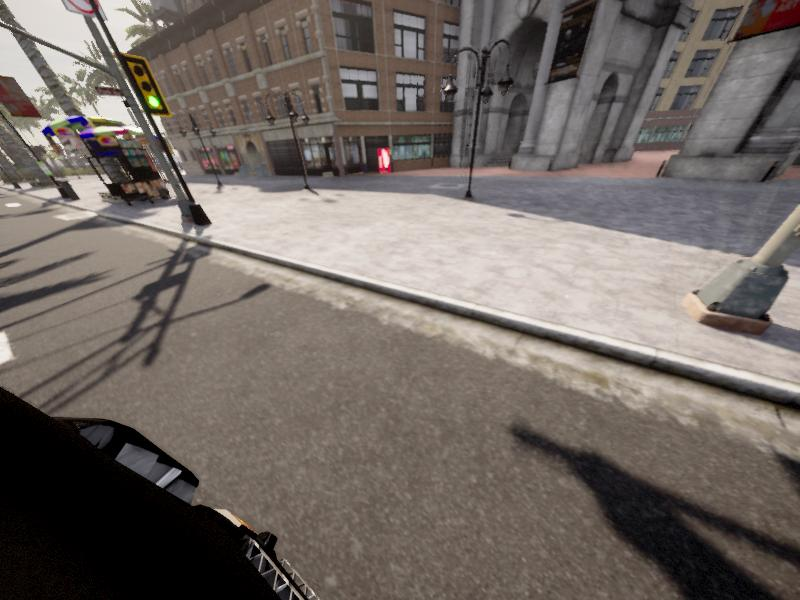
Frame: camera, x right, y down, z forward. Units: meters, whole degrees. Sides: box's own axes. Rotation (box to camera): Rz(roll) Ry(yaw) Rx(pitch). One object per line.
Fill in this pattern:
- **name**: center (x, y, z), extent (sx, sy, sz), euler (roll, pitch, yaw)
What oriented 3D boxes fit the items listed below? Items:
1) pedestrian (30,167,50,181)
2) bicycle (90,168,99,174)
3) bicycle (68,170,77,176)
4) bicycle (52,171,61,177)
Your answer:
- **pedestrian**: center (-53.747, -18.816, 34.479), extent (0.751, 1.860, 0.751), euler (16, 38, 26)
- **bicycle**: center (-62.777, -26.414, 47.455), extent (1.643, 1.024, 0.373), euler (15, 38, 25)
- **bicycle**: center (-64.243, -24.905, 45.292), extent (1.643, 1.024, 0.373), euler (15, 38, 25)
- **bicycle**: center (-65.221, -23.898, 43.850), extent (1.643, 1.024, 0.373), euler (15, 38, 25)
